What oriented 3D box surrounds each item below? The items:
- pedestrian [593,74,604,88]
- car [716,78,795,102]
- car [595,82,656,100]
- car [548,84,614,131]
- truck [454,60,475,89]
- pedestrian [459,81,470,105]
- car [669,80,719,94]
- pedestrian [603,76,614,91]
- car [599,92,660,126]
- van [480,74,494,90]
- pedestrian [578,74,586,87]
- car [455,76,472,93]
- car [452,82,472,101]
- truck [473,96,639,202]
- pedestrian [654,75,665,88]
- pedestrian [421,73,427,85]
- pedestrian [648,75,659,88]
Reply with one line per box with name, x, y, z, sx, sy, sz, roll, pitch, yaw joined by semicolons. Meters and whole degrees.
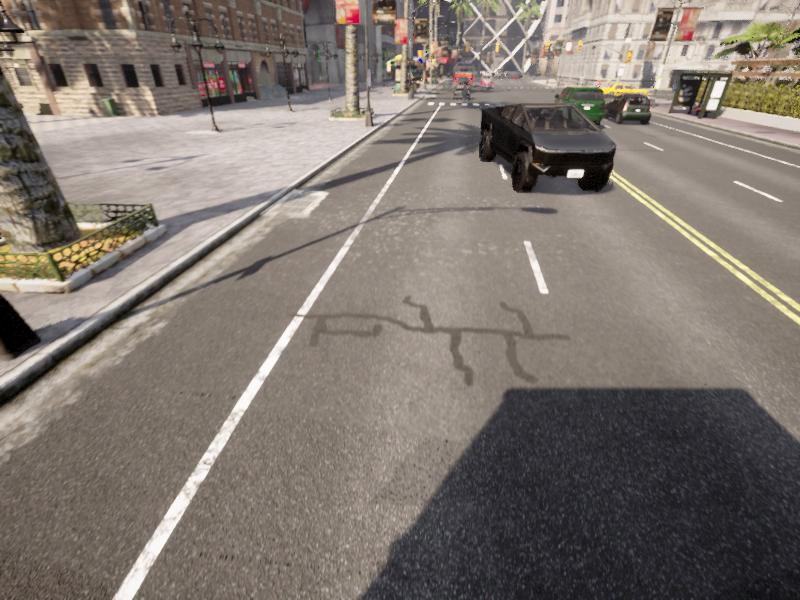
pedestrian;30.514;-33.564;61.440;0.751;1.860;0.751;-14;33;-23
car;37.309;-22.125;42.147;5.566;2.045;2.150;4;31;6
car;24.617;-22.981;43.936;5.366;1.575;1.801;9;31;14
car;10.571;-11.616;23.918;2.150;2.045;5.566;5;31;8
truck;10.511;-36.865;65.267;2.891;3.827;8.468;4;31;7
pedestrian;5.797;-18.491;35.741;0.751;1.860;0.751;6;31;10
car;40.365;-29.340;55.002;5.008;1.535;1.882;4;31;7
pedestrian;30.018;-31.120;57.562;0.751;1.860;0.751;2;30;2
car;14.338;-12.121;25.256;1.851;1.617;3.988;4;31;7
van;13.379;-33.709;61.732;1.775;1.987;4.442;4;30;7
pedestrian;30.138;-36.420;66.312;0.751;1.860;0.751;6;31;10
car;8.641;-29.444;54.584;2.097;1.767;4.553;4;31;7
car;6.409;-21.549;41.306;1.789;1.549;3.705;4;31;7
truck;4.260;-5.052;12.591;2.390;2.098;6.274;-1;30;-3
pedestrian;41.217;-34.710;63.511;0.751;1.860;0.751;4;31;6
pedestrian;4.083;-38.178;69.035;0.751;1.860;0.751;-15;34;-24
pedestrian;39.849;-34.372;62.918;0.751;1.860;0.751;3;30;5
